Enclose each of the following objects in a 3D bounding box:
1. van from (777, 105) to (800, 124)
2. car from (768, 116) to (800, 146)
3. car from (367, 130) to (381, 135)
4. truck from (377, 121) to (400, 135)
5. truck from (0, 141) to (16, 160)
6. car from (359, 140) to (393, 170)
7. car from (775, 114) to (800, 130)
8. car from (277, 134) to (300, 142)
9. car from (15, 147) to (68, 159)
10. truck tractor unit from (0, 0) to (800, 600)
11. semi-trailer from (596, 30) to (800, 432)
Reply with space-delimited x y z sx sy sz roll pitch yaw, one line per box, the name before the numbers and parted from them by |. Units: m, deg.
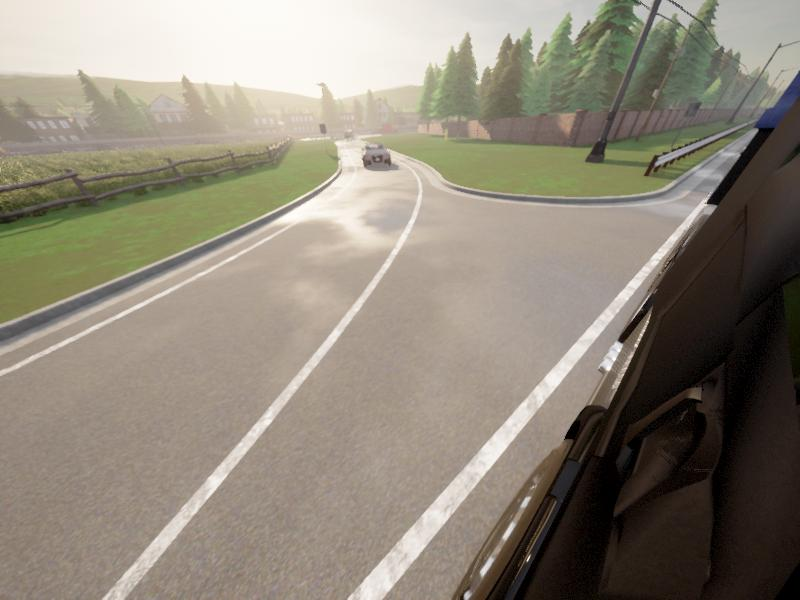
van | 66.373 -31.137 38.758 6.366 2.431 2.351 -27 43 -28
car | 30.005 -12.658 17.203 5.027 1.651 2.152 -26 43 -28
car | -10.166 -65.639 90.579 4.902 1.511 2.128 -26 43 -28
truck | -4.455 -66.793 89.750 8.468 3.827 2.891 -26 43 -28
truck | -85.034 -29.602 45.485 8.468 3.827 2.891 -26 43 -28
car | -1.830 -10.619 16.787 1.994 1.385 4.181 -8 37 -7
car | 49.859 -22.506 29.138 4.792 1.488 2.163 -27 43 -28
car | -32.273 -46.823 66.845 5.366 1.575 1.801 -26 42 -27
car | -70.792 -29.148 45.773 5.238 1.638 1.930 -26 43 -28
truck tractor unit | 2.645 -0.295 0.351 6.516 4.208 3.053 -28 44 -30
semi-trailer | 8.779 -3.555 4.137 14.254 4.402 2.717 -27 43 -29
